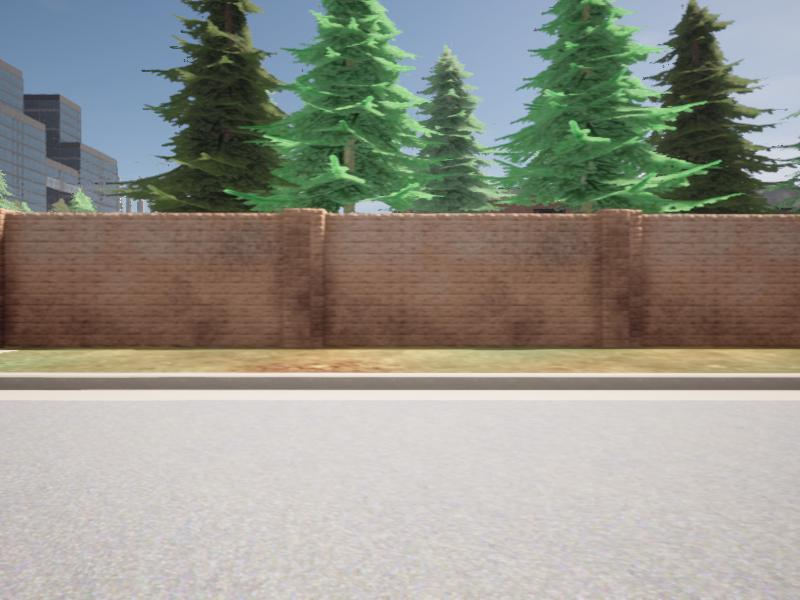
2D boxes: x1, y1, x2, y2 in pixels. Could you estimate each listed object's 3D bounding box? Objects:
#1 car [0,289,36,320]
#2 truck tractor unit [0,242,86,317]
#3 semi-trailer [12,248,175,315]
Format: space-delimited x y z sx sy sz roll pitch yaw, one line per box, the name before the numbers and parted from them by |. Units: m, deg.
car | -20.588 0.215 19.826 1.845 1.501 3.633 0 0 0
truck tractor unit | -24.113 -1.136 25.496 3.053 4.208 6.516 0 0 0
semi-trailer | -24.146 -1.231 33.408 2.717 4.402 14.254 0 0 0
